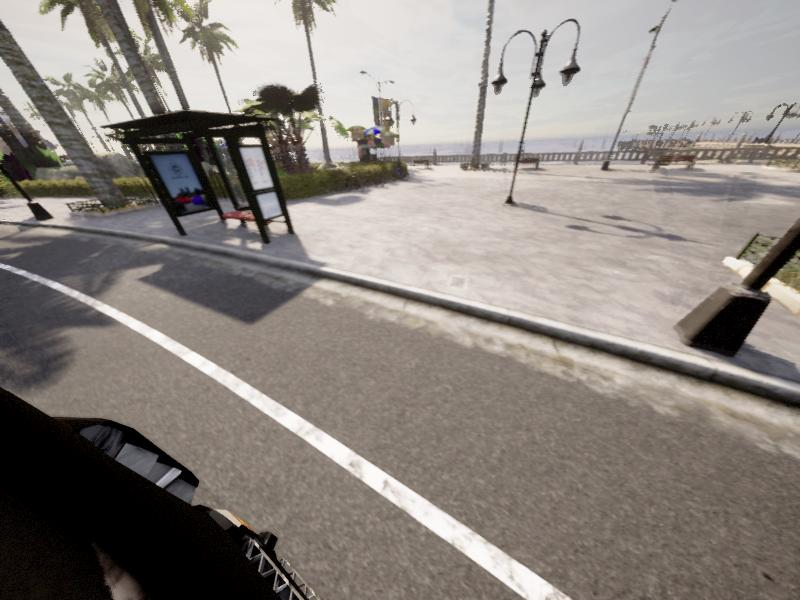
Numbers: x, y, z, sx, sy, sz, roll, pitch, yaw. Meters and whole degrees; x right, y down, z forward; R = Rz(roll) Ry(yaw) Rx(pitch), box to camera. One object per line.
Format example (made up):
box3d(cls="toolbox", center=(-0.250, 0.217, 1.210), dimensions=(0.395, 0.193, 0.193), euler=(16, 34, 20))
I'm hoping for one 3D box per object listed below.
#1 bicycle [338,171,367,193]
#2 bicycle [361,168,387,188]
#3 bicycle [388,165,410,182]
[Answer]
box3d(cls="bicycle", center=(-2.685, -6.695, 13.104), dimensions=(1.643, 1.024, 0.373), euler=(17, 38, 27))
box3d(cls="bicycle", center=(-1.641, -7.676, 14.517), dimensions=(1.643, 1.024, 0.373), euler=(17, 38, 27))
box3d(cls="bicycle", center=(-0.076, -9.147, 16.636), dimensions=(1.643, 1.024, 0.373), euler=(17, 38, 27))
